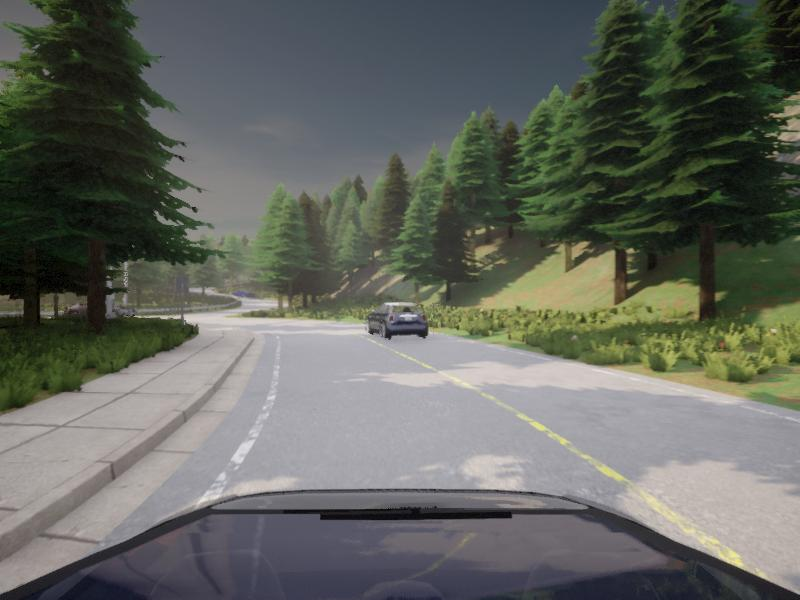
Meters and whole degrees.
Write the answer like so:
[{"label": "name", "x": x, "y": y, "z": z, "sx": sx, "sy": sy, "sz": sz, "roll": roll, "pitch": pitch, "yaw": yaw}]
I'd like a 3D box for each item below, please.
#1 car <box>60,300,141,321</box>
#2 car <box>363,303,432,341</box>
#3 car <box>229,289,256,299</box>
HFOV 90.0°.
[{"label": "car", "x": -24.635, "y": 0.858, "z": 33.044, "sx": 5.027, "sy": 1.651, "sz": 2.152, "roll": 0, "pitch": 0, "yaw": 0}, {"label": "car", "x": -0.237, "y": 0.880, "z": 17.828, "sx": 1.970, "sy": 1.475, "sz": 3.806, "roll": 0, "pitch": 0, "yaw": -18}, {"label": "car", "x": -29.621, "y": -1.119, "z": 75.219, "sx": 5.008, "sy": 1.535, "sz": 1.882, "roll": 5, "pitch": 2, "yaw": 28}]
